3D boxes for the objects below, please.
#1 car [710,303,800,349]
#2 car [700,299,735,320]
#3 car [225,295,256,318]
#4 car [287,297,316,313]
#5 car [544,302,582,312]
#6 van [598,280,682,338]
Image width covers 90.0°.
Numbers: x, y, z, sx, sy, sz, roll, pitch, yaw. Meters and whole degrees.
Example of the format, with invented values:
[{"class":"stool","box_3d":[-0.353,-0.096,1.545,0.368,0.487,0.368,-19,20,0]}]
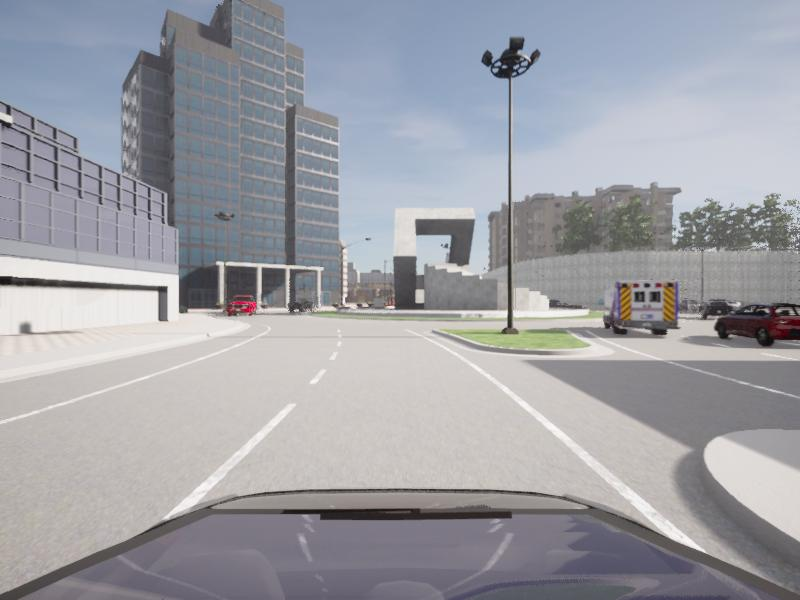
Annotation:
[{"class":"car","box_3d":[13.673,0.848,14.959,1.816,1.474,4.193,0,0,15]},{"class":"car","box_3d":[26.982,0.757,34.111,1.930,1.638,5.238,0,0,34]},{"class":"car","box_3d":[-15.306,0.554,38.756,2.150,2.045,5.566,0,0,-15]},{"class":"car","box_3d":[-12.242,0.629,50.085,1.905,1.878,3.866,0,0,13]},{"class":"car","box_3d":[23.106,0.922,56.998,1.895,1.301,4.718,0,0,-35]},{"class":"van","box_3d":[11.605,0.370,19.913,2.351,2.431,6.366,0,0,20]}]
